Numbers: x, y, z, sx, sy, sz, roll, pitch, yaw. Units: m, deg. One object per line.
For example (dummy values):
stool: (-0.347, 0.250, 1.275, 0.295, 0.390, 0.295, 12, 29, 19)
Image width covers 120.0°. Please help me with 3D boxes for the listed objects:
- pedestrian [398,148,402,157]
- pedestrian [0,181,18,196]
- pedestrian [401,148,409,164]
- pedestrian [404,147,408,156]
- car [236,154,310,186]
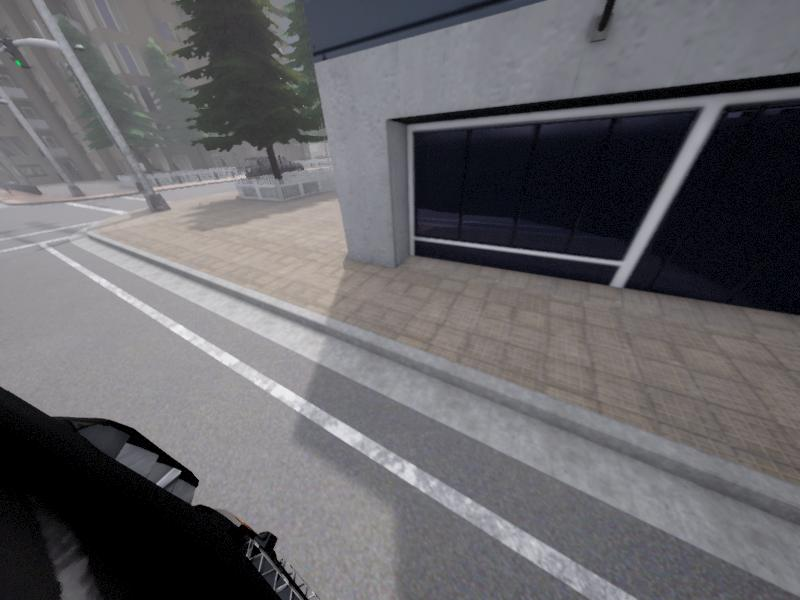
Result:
pedestrian: (-0.001, -35.556, 55.663, 0.751, 1.860, 0.751, 4, 34, 11)
pedestrian: (-34.317, -9.685, 20.128, 0.500, 1.100, 0.500, 9, 35, 17)
pedestrian: (0.685, -20.441, 32.797, 0.751, 1.860, 0.751, 18, 39, 29)
pedestrian: (1.480, -36.639, 57.133, 0.751, 1.860, 0.751, -6, 34, -5)
car: (-11.524, -12.219, 21.553, 2.150, 2.045, 5.566, 14, 37, 24)
